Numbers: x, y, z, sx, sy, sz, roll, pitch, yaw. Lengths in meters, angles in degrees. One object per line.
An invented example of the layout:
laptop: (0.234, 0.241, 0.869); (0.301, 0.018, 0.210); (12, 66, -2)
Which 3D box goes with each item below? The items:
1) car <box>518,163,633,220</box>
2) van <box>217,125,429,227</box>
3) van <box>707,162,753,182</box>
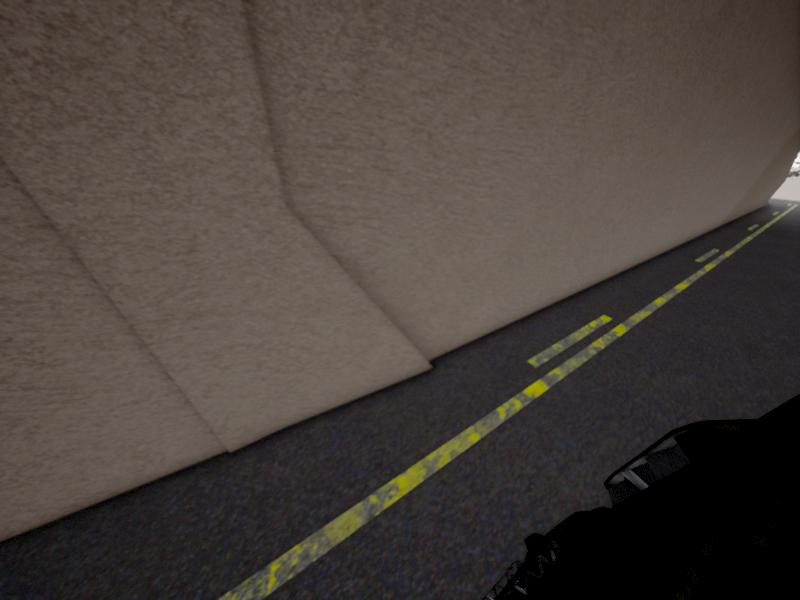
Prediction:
car: (8.016, -5.108, 10.619); (4.605, 1.855, 1.932); (-16, 38, -26)
van: (-2.334, -4.583, 8.493); (6.366, 2.431, 2.351); (-16, 38, -26)
van: (52.180, -20.240, 36.503); (6.366, 2.431, 2.351); (-15, 38, -25)
